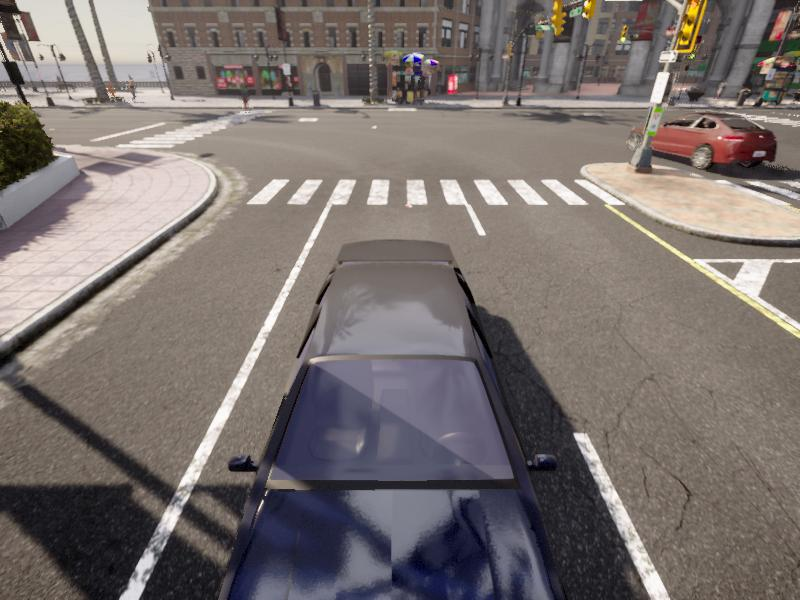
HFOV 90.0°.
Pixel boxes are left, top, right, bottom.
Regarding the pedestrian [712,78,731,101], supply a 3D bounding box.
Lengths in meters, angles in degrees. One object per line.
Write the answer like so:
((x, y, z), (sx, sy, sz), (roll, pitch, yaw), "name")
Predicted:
((30.400, -19.881, 37.835), (0.751, 1.860, 0.751), (-26, 39, -36), "pedestrian")

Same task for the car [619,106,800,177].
((10.778, -5.925, 14.534), (2.152, 1.651, 5.027), (-5, 31, -9), "car")

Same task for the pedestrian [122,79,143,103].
((-23.955, -18.733, 35.855), (0.751, 1.860, 0.751), (6, 31, 10), "pedestrian")

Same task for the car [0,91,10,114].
((-31.349, -14.383, 29.072), (3.705, 1.549, 1.789), (1, 30, 0), "car")

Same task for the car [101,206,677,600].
((-0.046, 0.689, 3.452), (2.033, 1.411, 5.357), (0, 30, 0), "car")

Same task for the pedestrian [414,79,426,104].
((1.737, -18.462, 35.397), (0.751, 1.860, 0.751), (19, 35, 29), "pedestrian")

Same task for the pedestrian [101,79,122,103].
((-25.965, -18.836, 36.031), (0.751, 1.860, 0.751), (-6, 31, -10), "pedestrian")

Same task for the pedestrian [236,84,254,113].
((-11.541, -15.022, 29.811), (0.751, 1.860, 0.751), (-2, 30, -3), "pedestrian")
